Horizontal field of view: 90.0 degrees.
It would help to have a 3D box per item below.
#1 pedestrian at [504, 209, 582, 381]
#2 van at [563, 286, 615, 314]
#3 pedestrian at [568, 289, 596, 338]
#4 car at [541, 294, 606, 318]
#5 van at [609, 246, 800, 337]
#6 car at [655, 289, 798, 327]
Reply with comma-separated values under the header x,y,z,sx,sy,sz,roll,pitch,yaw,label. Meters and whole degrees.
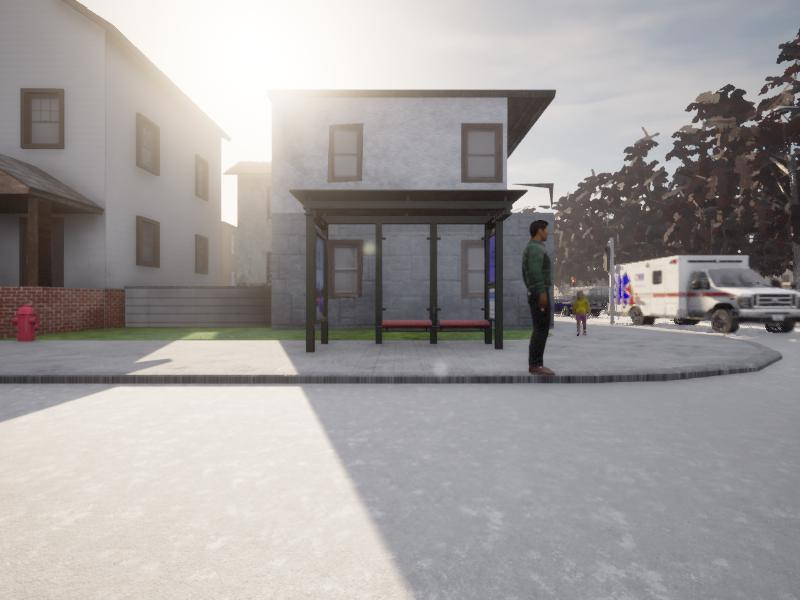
x,y,z,sx,sy,sz,roll,pitch,yaw,label
1.661,-0.054,4.766,0.751,1.860,0.751,0,0,9,pedestrian
14.274,-0.002,30.573,1.775,1.987,4.442,0,0,-2,van
4.278,0.305,9.407,0.500,1.100,0.500,0,0,38,pedestrian
10.164,0.344,23.885,1.895,1.301,4.718,0,0,1,car
10.072,-0.222,13.853,2.351,2.431,6.366,0,0,0,van
13.945,0.295,17.673,2.033,1.411,5.357,0,0,2,car
